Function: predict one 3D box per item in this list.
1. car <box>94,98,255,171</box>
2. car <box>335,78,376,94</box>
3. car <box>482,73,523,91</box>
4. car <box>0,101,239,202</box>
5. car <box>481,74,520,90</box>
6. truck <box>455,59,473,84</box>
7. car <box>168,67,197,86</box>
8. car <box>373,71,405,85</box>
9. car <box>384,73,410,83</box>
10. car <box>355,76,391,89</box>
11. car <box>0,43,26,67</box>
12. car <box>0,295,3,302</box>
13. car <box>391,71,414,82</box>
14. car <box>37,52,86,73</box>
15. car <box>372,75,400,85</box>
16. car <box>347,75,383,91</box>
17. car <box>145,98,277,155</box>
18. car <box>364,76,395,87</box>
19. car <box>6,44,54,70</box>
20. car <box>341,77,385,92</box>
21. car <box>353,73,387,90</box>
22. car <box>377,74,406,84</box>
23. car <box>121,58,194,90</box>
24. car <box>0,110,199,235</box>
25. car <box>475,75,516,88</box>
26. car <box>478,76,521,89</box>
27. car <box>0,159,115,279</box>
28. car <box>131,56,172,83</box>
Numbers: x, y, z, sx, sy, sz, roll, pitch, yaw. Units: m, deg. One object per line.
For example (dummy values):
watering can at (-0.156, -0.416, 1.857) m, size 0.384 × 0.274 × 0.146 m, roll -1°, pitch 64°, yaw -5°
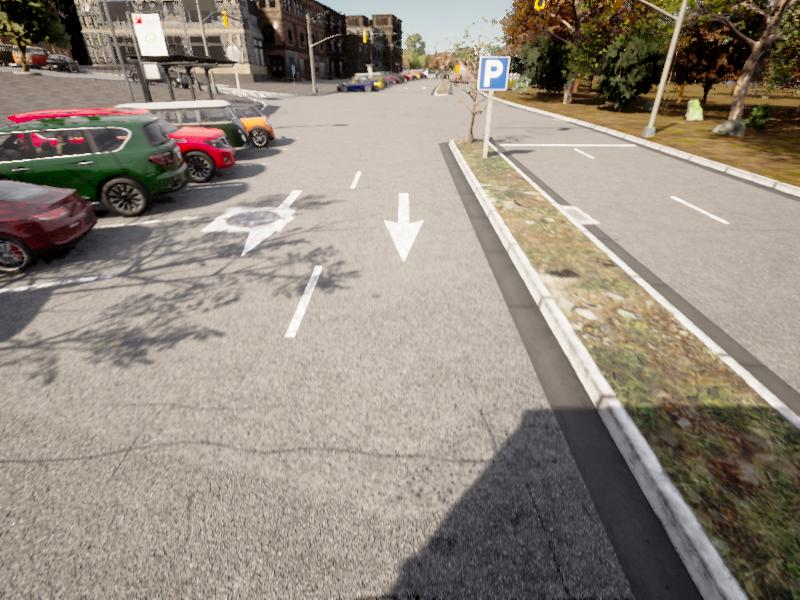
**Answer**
car at (-7.791, -6.044, 14.430) m, size 4.442 × 1.987 × 1.878 m, roll -11°, pitch 31°, yaw -16°
car at (-5.524, -26.592, 49.653) m, size 4.792 × 1.488 × 2.163 m, roll -8°, pitch 31°, yaw -12°
car at (13.210, -28.153, 51.688) m, size 4.442 × 1.987 × 1.878 m, roll -7°, pitch 31°, yaw -12°
car at (-7.915, -4.536, 11.795) m, size 5.566 × 2.045 × 2.435 m, roll -11°, pitch 31°, yaw -16°
car at (13.601, -29.567, 54.300) m, size 4.553 × 1.767 × 2.185 m, roll -6°, pitch 31°, yaw -12°
truck at (11.963, -42.596, 74.528) m, size 2.891 × 3.827 × 8.468 m, roll 4°, pitch 31°, yaw 8°
car at (-22.270, -23.052, 41.195) m, size 2.002 × 1.452 × 4.674 m, roll -5°, pitch 30°, yaw -19°
car at (-2.011, -40.450, 72.746) m, size 5.566 × 2.045 × 2.435 m, roll -7°, pitch 30°, yaw -10°
car at (-0.601, -44.750, 80.583) m, size 5.008 × 1.535 × 2.097 m, roll -6°, pitch 31°, yaw -9°
car at (-4.061, -32.661, 59.948) m, size 4.892 × 1.521 × 2.231 m, roll -8°, pitch 31°, yaw -11°
car at (-40.264, -24.753, 40.348) m, size 1.878 × 1.987 × 4.442 m, roll -5°, pitch 29°, yaw -20°
car at (-8.182, 0.265, 4.061) m, size 5.366 × 1.575 × 1.946 m, roll -11°, pitch 32°, yaw -17°
car at (0.457, -47.868, 85.657) m, size 4.553 × 1.767 × 2.185 m, roll -6°, pitch 31°, yaw -8°
car at (-34.303, -24.096, 40.750) m, size 2.231 × 1.521 × 4.892 m, roll -5°, pitch 30°, yaw -19°
car at (-2.469, -38.680, 70.301) m, size 4.674 × 1.452 × 2.002 m, roll -7°, pitch 31°, yaw -10°
car at (-4.770, -29.734, 54.699) m, size 4.553 × 1.767 × 2.185 m, roll -8°, pitch 31°, yaw -12°
car at (-7.808, -7.456, 17.054) m, size 4.553 × 1.767 × 2.185 m, roll -11°, pitch 32°, yaw -16°
car at (-3.300, -35.657, 65.141) m, size 4.674 × 1.452 × 2.002 m, roll -7°, pitch 30°, yaw -10°
car at (-37.248, -24.500, 40.454) m, size 1.878 × 1.987 × 4.442 m, roll -5°, pitch 29°, yaw -20°
car at (-4.872, -28.139, 52.212) m, size 5.366 × 1.575 × 1.946 m, roll -8°, pitch 31°, yaw -12°
car at (-4.297, -31.358, 57.269) m, size 4.442 × 1.987 × 1.878 m, roll -8°, pitch 31°, yaw -11°
car at (-1.581, -41.738, 75.443) m, size 5.008 × 1.535 × 2.097 m, roll -7°, pitch 30°, yaw -9°
car at (-20.180, -18.889, 33.509) m, size 4.605 × 1.855 × 1.932 m, roll 5°, pitch 29°, yaw -2°
car at (-7.996, -3.006, 9.173) m, size 5.566 × 2.045 × 2.435 m, roll -11°, pitch 32°, yaw -16°
car at (14.135, -32.419, 59.401) m, size 5.366 × 1.575 × 1.946 m, roll -6°, pitch 31°, yaw -11°
car at (14.145, -30.973, 56.944) m, size 5.366 × 1.575 × 1.946 m, roll -6°, pitch 31°, yaw -12°
car at (-7.984, -1.245, 6.731) m, size 4.674 × 1.452 × 2.002 m, roll -11°, pitch 32°, yaw -16°
car at (-25.264, -23.571, 40.970) m, size 2.435 × 2.045 × 5.566 m, roll -5°, pitch 30°, yaw -19°
